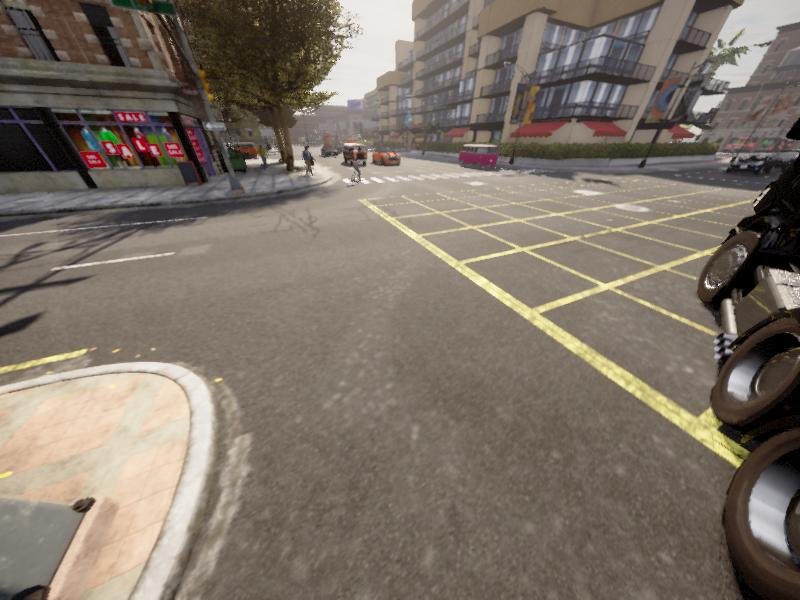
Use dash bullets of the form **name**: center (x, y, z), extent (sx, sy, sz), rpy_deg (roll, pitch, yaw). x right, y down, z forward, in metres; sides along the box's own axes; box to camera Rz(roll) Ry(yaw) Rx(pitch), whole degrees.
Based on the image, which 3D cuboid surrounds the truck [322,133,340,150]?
- **truck**: center (-20.025, -45.789, 66.847), extent (2.891, 3.827, 8.468), rpy_deg (-14, 37, -20)

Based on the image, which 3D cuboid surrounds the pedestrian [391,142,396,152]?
- **pedestrian**: center (-1.456, -34.593, 52.157), extent (0.751, 1.860, 0.751), rpy_deg (25, 42, 31)

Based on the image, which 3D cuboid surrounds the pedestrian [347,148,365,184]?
- **pedestrian**: center (-2.763, -8.479, 14.619), extent (0.751, 1.860, 0.751), rpy_deg (-15, 37, -21)

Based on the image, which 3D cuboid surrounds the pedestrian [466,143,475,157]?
- **pedestrian**: center (11.092, -23.698, 36.451), extent (0.751, 1.860, 0.751), rpy_deg (-14, 37, -20)

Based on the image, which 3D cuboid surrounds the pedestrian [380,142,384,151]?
- **pedestrian**: center (-4.593, -38.741, 58.146), extent (0.751, 1.860, 0.751), rpy_deg (-13, 37, -18)

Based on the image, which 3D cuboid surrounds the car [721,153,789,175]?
- **car**: center (30.883, -11.915, 20.141), extent (3.806, 1.475, 1.970), rpy_deg (-14, 37, -20)

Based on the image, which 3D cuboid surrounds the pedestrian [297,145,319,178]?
- **pedestrian**: center (-6.205, -9.381, 15.639), extent (0.751, 1.860, 0.751), rpy_deg (20, 39, 26)

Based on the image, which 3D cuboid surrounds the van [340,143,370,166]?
- **van**: center (-5.112, -16.435, 26.007), extent (2.069, 2.038, 4.480), rpy_deg (-14, 37, -20)

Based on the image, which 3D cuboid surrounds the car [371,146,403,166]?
- **car**: center (-1.591, -16.725, 26.661), extent (2.097, 1.767, 4.553), rpy_deg (-14, 37, -20)

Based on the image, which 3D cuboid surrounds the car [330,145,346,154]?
- **car**: center (-12.639, -30.603, 46.962), extent (1.837, 1.490, 4.892), rpy_deg (-14, 37, -20)

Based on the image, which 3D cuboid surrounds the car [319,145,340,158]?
- **car**: center (-11.610, -24.503, 38.020), extent (2.152, 1.651, 5.027), rpy_deg (-14, 37, -20)

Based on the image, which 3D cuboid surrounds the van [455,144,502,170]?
- **van**: center (7.794, -14.620, 23.492), extent (1.775, 1.987, 4.442), rpy_deg (-14, 37, -20)

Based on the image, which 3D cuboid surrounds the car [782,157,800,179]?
- **car**: center (32.135, -10.077, 17.439), extent (4.974, 1.542, 2.038), rpy_deg (-14, 37, -20)

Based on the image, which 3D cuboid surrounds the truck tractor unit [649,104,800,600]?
- **truck tractor unit**: center (4.814, -0.524, 1.102), extent (6.516, 4.208, 3.053), rpy_deg (-29, 44, -35)

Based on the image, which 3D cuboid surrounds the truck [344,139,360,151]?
- **truck**: center (-12.592, -40.654, 60.646), extent (2.627, 2.467, 5.204), rpy_deg (-14, 37, -20)

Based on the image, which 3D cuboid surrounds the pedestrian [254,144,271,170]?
- **pedestrian**: center (-11.879, -12.427, 20.021), extent (0.751, 1.860, 0.751), rpy_deg (-16, 38, -22)

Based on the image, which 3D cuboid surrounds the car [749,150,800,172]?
- **car**: center (36.999, -13.509, 22.334), extent (5.238, 1.638, 1.930), rpy_deg (-14, 37, -20)
